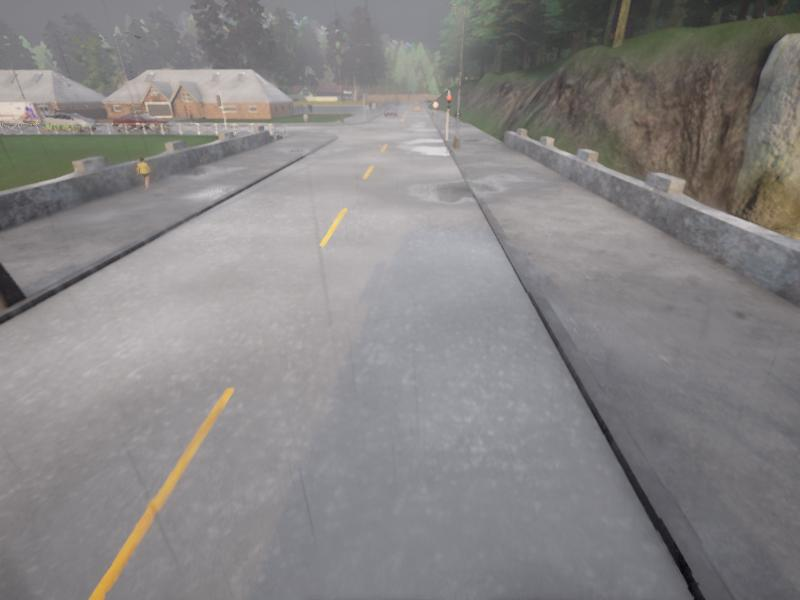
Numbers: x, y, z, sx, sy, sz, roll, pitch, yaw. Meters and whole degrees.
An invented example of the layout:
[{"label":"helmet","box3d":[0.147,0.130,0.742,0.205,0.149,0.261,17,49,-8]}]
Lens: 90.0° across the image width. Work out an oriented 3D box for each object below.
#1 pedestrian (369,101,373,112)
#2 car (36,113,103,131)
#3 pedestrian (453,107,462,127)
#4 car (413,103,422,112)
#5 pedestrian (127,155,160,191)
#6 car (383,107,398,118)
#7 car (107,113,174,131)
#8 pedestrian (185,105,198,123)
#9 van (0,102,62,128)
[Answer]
[{"label":"pedestrian","box3d":[-5.822,-38.489,79.463,0.751,1.860,0.751,-1,27,-2]},{"label":"car","box3d":[-31.918,-17.262,38.736,4.514,1.525,2.007,1,27,2]},{"label":"pedestrian","box3d":[5.727,-18.331,40.095,0.751,1.860,0.751,2,27,4]},{"label":"car","box3d":[3.554,-39.449,81.916,1.801,1.575,5.366,1,28,2]},{"label":"pedestrian","box3d":[-8.756,-4.360,13.691,0.500,1.100,0.500,1,27,2]},{"label":"car","box3d":[-1.397,-28.688,61.145,1.994,1.385,4.181,1,27,2]},{"label":"car","box3d":[-24.879,-17.157,38.505,5.008,1.535,1.882,1,27,3]},{"label":"pedestrian","box3d":[-24.264,-21.590,46.520,0.751,1.860,0.751,1,27,2]},{"label":"van","box3d":[-40.310,-19.637,42.402,6.366,2.431,2.351,1,27,2]}]
